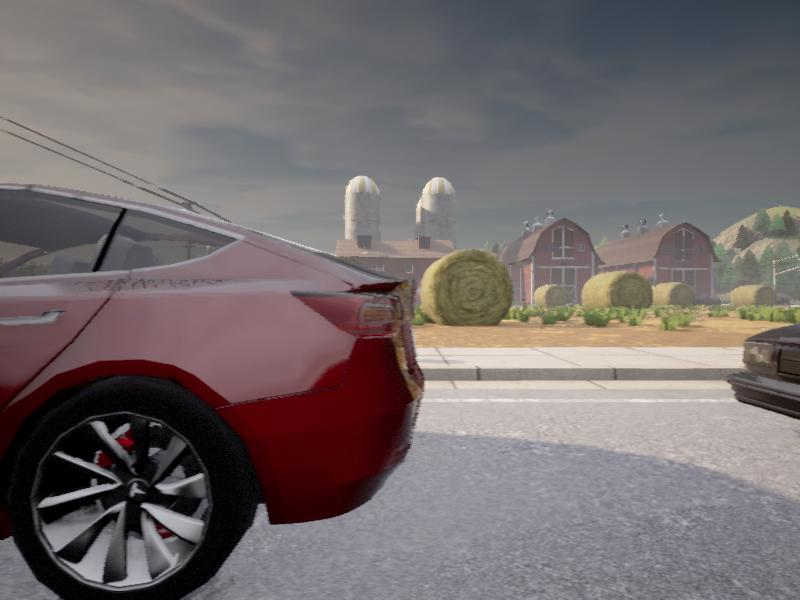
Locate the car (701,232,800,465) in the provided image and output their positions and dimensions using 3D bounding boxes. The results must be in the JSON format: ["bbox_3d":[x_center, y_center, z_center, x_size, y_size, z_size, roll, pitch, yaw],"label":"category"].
[{"bbox_3d":[5.101,0.296,2.202,5.357,1.411,2.033,0,0,0],"label":"car"}]

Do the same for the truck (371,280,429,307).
[{"bbox_3d":[-0.084,-0.912,58.981,8.468,3.827,2.891,0,0,-4],"label":"truck"}]

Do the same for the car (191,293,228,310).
[{"bbox_3d":[-20.848,0.121,43.924,2.097,1.767,4.553,0,0,-3],"label":"car"}]

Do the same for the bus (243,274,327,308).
[{"bbox_3d":[-15.443,-1.127,54.208,10.273,4.253,3.944,0,0,-32],"label":"bus"}]

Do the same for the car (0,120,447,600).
[{"bbox_3d":[-2.271,0.250,2.175,4.792,1.488,2.163,0,0,0],"label":"car"}]

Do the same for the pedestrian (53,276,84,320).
[{"bbox_3d":[-14.575,-0.087,17.623,0.751,1.860,0.751,0,0,-4],"label":"pedestrian"}]
